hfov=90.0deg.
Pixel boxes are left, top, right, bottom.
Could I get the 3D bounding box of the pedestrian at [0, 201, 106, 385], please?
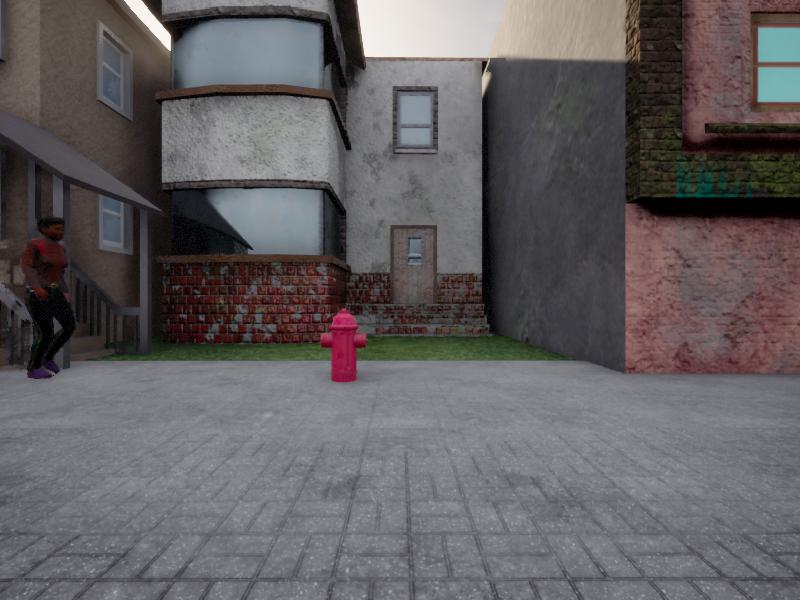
[{"bbox_3d":[-3.927,-0.067,4.451,0.751,1.860,0.751,0,0,4],"label":"pedestrian"}]
